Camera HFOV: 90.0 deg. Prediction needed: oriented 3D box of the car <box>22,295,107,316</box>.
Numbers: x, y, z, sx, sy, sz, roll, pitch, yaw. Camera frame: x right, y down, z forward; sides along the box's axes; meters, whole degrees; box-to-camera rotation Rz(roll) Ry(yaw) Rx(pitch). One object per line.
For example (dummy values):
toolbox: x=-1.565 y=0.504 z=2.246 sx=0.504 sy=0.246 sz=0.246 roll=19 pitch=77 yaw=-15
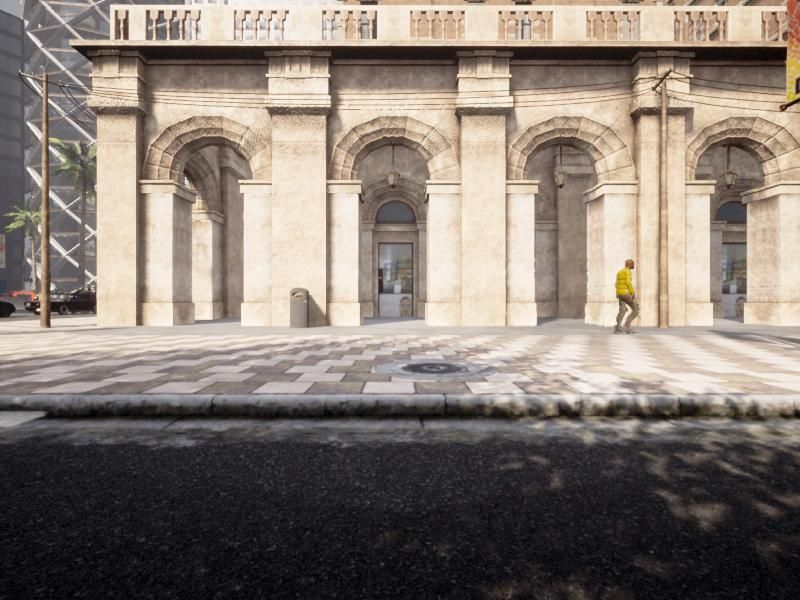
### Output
car: x=-23.035 y=0.340 z=27.750 sx=1.895 sy=1.301 sz=4.718 roll=0 pitch=0 yaw=0

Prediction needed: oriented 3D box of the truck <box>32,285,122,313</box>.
truck: x=-26.525 y=-0.062 z=33.314 sx=2.390 sy=2.098 sz=6.274 roll=0 pitch=0 yaw=0

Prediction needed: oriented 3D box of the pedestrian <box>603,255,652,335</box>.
pedestrian: x=5.451 y=-0.114 z=9.611 sx=0.751 sy=1.860 sz=0.751 roll=0 pitch=0 yaw=0

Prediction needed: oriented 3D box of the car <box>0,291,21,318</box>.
car: x=-23.029 y=0.251 z=21.246 sx=1.816 sy=1.474 sz=4.193 roll=0 pitch=0 yaw=0
